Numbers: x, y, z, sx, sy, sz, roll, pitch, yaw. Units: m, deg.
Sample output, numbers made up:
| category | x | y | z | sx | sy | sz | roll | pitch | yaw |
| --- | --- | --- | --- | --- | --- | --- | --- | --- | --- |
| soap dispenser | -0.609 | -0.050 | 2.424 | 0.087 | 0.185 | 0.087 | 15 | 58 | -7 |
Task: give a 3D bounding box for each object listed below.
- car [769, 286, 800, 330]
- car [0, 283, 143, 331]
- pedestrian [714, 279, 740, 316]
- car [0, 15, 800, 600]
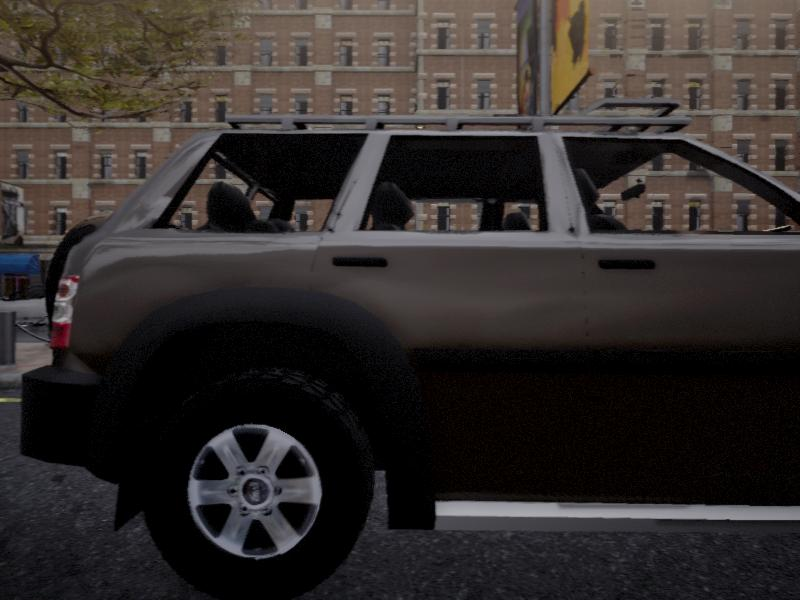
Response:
| category | x | y | z | sx | sy | sz | roll | pitch | yaw |
| --- | --- | --- | --- | --- | --- | --- | --- | --- | --- |
| car | 15.546 | 0.257 | 13.689 | 4.193 | 1.474 | 1.816 | 0 | 0 | 0 |
| car | -11.689 | 0.226 | 13.705 | 4.514 | 1.525 | 2.007 | 0 | 0 | 0 |
| pedestrian | 16.886 | -0.112 | 20.680 | 0.751 | 1.860 | 0.751 | 0 | 0 | -17 |
| car | 0.866 | 0.050 | 2.202 | 4.605 | 1.855 | 1.932 | 1 | 0 | 1 |
